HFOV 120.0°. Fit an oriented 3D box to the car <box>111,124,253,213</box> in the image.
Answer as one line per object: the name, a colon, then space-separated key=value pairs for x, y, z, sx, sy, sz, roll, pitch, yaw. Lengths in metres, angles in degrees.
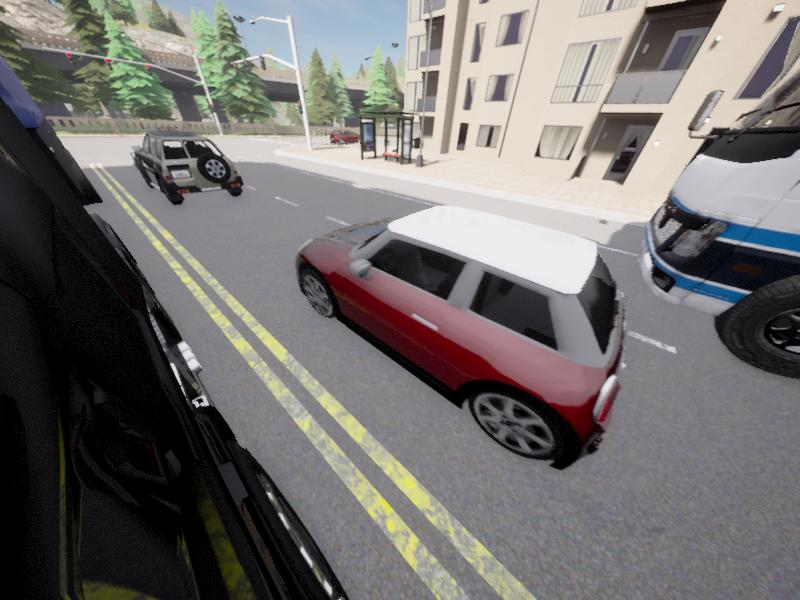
car: x=-7.223 y=-4.549 z=7.659 sx=4.605 sy=1.855 sz=1.932 roll=28 pitch=44 yaw=30

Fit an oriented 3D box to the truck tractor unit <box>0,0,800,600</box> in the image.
truck tractor unit: x=-2.645 y=-0.295 z=0.352 sx=6.516 sy=4.208 sz=3.053 roll=28 pitch=44 yaw=30

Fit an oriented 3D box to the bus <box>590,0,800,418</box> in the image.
bus: x=7.957 y=-0.014 z=0.657 sx=10.273 sy=4.253 sz=3.944 roll=28 pitch=44 yaw=30

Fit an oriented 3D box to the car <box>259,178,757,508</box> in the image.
car: x=0.409 y=-0.276 z=2.819 sx=3.806 sy=1.475 sz=1.970 roll=28 pitch=44 yaw=30

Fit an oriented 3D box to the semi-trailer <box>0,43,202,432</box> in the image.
semi-trailer: x=-8.694 y=-3.619 z=4.214 sx=14.254 sy=4.402 sz=2.717 roll=28 pitch=44 yaw=30

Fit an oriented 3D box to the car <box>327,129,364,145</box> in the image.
car: x=-6.832 y=-20.525 z=29.153 sx=1.816 sy=1.474 sz=4.193 roll=29 pitch=44 yaw=30
